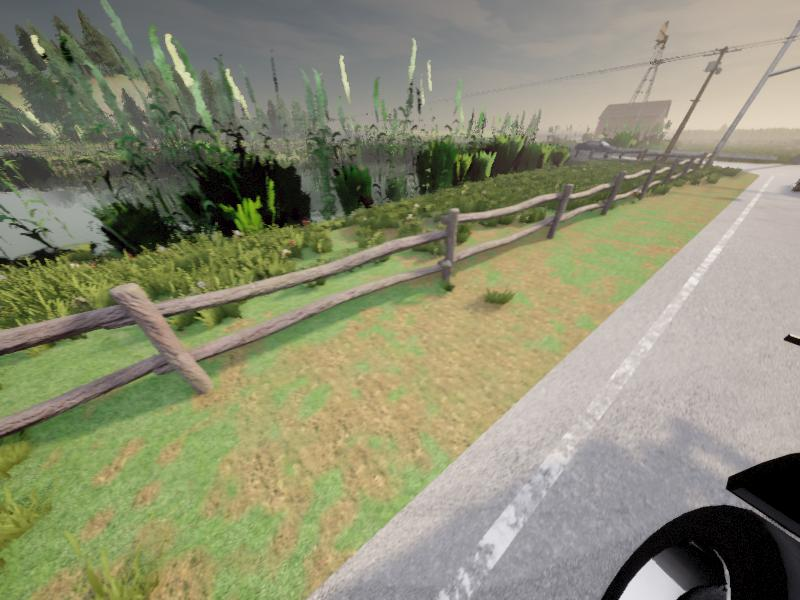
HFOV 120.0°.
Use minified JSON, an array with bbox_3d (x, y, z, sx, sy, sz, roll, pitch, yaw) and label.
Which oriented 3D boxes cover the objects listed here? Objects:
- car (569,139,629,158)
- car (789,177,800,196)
[{"bbox_3d":[22.670,-17.459,26.537,1.812,1.442,4.674,-20,43,-26],"label":"car"},{"bbox_3d":[20.162,-5.641,10.514,4.181,1.385,1.994,-22,41,-27],"label":"car"}]
